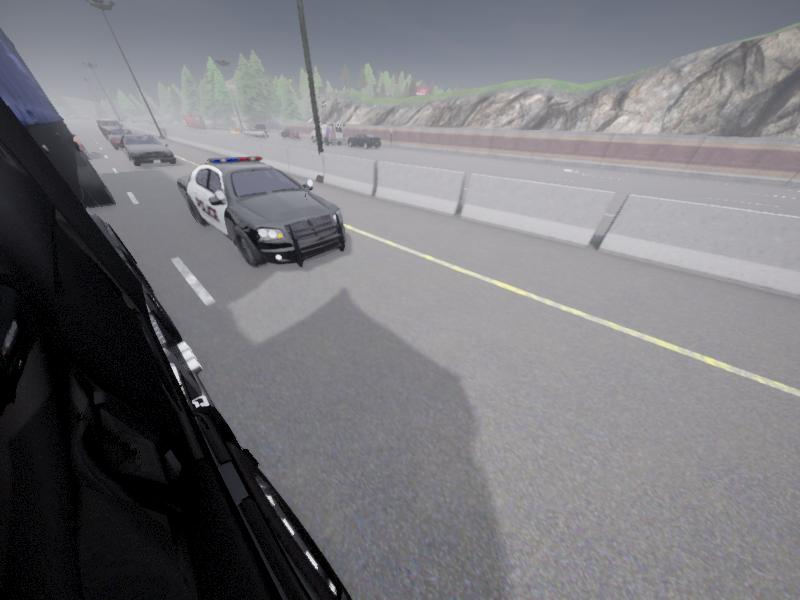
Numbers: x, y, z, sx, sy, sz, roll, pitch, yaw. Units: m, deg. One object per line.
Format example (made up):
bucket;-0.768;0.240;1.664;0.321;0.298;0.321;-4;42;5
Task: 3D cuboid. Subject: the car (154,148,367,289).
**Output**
car;-3.233;-2.270;5.215;4.974;1.542;2.038;29;44;31

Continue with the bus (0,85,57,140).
bus;-42.676;-20.466;25.346;10.273;4.253;3.944;27;45;30

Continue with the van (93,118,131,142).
van;-32.229;-19.043;25.872;4.442;1.987;1.775;30;45;32

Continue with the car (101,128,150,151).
car;-23.326;-13.665;19.624;4.181;1.385;1.994;30;45;32

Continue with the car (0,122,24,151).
car;-30.560;-12.213;17.161;5.008;1.535;1.882;30;45;32

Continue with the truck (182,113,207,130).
truck;-62.194;-54.108;69.864;8.468;3.827;2.891;30;45;32

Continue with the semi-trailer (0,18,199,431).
semi-trailer;-8.588;-3.648;4.373;14.254;4.402;2.717;29;44;31

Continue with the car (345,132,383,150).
car;-4.530;-19.980;28.928;5.008;1.535;1.882;30;45;32

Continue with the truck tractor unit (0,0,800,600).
truck tractor unit;-2.645;-0.295;0.352;6.516;4.208;3.053;28;44;30

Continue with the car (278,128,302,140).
car;-18.611;-28.088;39.080;3.705;1.549;1.789;30;45;32

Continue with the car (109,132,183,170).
car;-15.115;-8.951;13.696;5.357;1.411;2.033;30;45;32

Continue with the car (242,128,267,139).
car;-25.426;-29.064;40.252;4.718;1.301;1.895;30;45;32

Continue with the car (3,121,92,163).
car;-21.063;-9.696;14.054;4.553;1.767;2.097;30;45;32

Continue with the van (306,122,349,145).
van;-10.370;-23.705;32.883;6.366;2.431;2.351;30;45;32
